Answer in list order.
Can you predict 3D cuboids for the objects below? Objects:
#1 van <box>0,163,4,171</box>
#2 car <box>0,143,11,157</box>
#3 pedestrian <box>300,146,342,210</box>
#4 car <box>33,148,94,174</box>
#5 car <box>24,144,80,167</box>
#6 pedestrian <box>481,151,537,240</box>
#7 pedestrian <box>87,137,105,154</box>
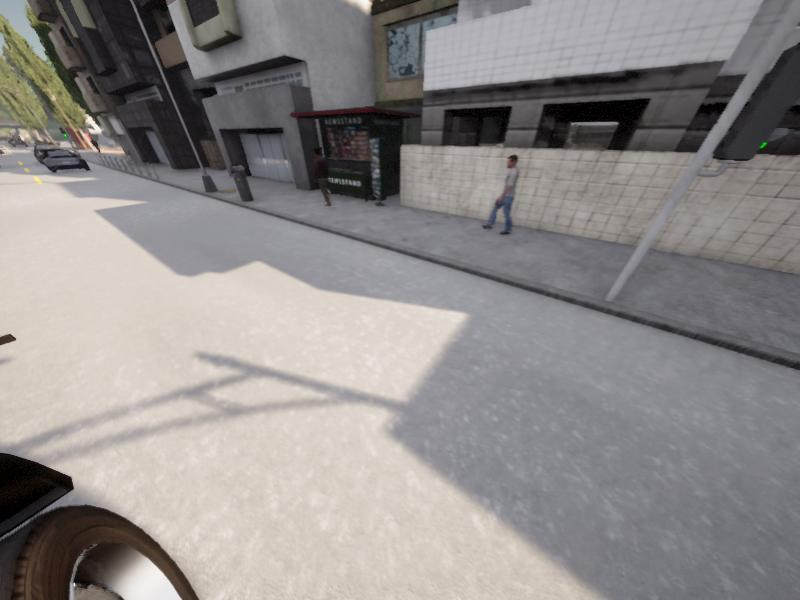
[{"bbox_3d":[-33.443,-11.515,17.723,5.915,2.561,1.988,22,41,28],"label":"van"},{"bbox_3d":[-49.913,-17.455,26.916,1.816,1.474,4.193,11,37,15],"label":"car"},{"bbox_3d":[-2.704,-4.273,8.100,0.751,1.860,0.751,20,40,25],"label":"pedestrian"},{"bbox_3d":[-25.546,-10.618,17.537,4.181,1.385,1.994,24,42,30],"label":"car"},{"bbox_3d":[-31.730,-13.234,21.053,4.514,1.525,2.007,22,41,28],"label":"car"},{"bbox_3d":[2.632,-2.565,5.727,0.751,1.860,0.751,14,37,18],"label":"pedestrian"},{"bbox_3d":[-41.310,-20.954,31.393,0.751,1.860,0.751,26,43,32],"label":"pedestrian"}]
